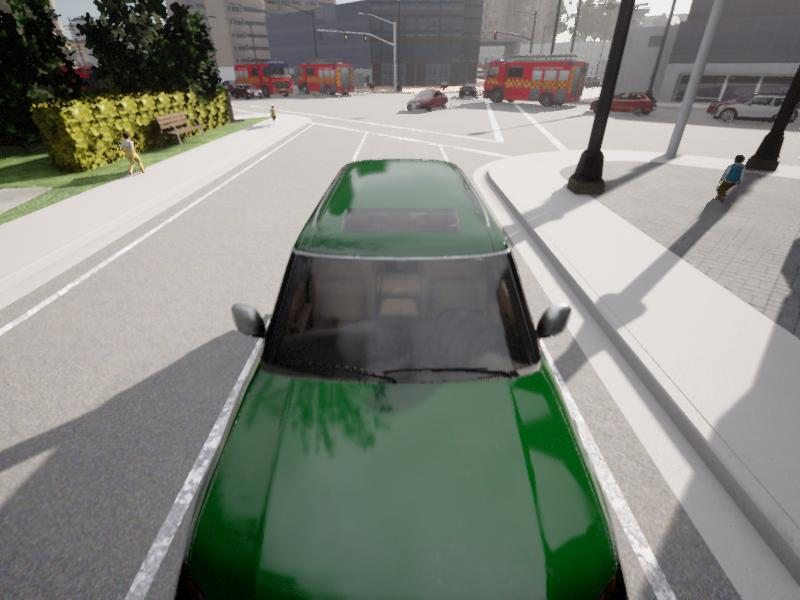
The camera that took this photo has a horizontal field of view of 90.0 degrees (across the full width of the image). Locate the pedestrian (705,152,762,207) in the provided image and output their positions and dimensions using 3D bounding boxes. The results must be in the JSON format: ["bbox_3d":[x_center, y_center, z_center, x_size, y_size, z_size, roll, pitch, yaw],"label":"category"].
[{"bbox_3d":[7.630,-2.773,9.198,0.500,1.100,0.500,4,31,7],"label":"pedestrian"}]

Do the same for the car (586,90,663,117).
[{"bbox_3d":[15.833,-13.980,28.386,1.816,1.474,4.193,-27,39,-37],"label":"car"}]

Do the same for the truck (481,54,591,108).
[{"bbox_3d":[11.772,-19.564,35.697,2.891,3.827,8.468,-26,39,-37],"label":"truck"}]

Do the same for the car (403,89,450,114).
[{"bbox_3d":[2.153,-15.577,31.242,1.812,1.442,4.674,15,33,25],"label":"car"}]

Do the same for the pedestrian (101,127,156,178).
[{"bbox_3d":[-8.062,-4.419,11.947,0.751,1.300,0.751,3,30,5],"label":"pedestrian"}]

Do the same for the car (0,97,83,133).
[{"bbox_3d":[-20.839,-10.206,22.015,4.792,1.488,2.163,-26,39,-37],"label":"car"}]

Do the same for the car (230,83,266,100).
[{"bbox_3d":[-16.718,-22.870,43.880,1.970,1.475,3.806,-27,39,-37],"label":"car"}]

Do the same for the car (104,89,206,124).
[{"bbox_3d":[-15.876,-12.710,26.160,5.027,1.651,2.152,-26,39,-37],"label":"car"}]

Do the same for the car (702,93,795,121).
[{"bbox_3d":[22.978,-12.841,26.480,1.994,1.385,4.181,-26,39,-38],"label":"car"}]

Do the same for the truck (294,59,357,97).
[{"bbox_3d":[-9.341,-27.651,49.750,2.891,3.827,8.468,-27,39,-38],"label":"truck"}]

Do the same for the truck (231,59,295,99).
[{"bbox_3d":[-16.138,-26.056,47.067,2.891,3.827,8.468,-27,39,-38],"label":"truck"}]

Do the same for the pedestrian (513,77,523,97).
[{"bbox_3d":[12.742,-22.960,43.127,0.751,1.860,0.751,6,31,10],"label":"pedestrian"}]

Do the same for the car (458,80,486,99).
[{"bbox_3d":[8.336,-24.262,46.045,2.038,1.542,4.974,11,33,17],"label":"car"}]

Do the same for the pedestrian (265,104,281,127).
[{"bbox_3d":[-6.930,-10.079,21.828,0.500,1.100,0.500,8,31,13],"label":"pedestrian"}]

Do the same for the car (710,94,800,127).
[{"bbox_3d":[21.167,-11.313,23.730,1.970,1.475,3.806,-27,39,-37],"label":"car"}]

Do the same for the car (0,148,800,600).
[{"bbox_3d":[0.009,0.118,3.786,2.150,2.045,5.566,0,30,0],"label":"car"}]
